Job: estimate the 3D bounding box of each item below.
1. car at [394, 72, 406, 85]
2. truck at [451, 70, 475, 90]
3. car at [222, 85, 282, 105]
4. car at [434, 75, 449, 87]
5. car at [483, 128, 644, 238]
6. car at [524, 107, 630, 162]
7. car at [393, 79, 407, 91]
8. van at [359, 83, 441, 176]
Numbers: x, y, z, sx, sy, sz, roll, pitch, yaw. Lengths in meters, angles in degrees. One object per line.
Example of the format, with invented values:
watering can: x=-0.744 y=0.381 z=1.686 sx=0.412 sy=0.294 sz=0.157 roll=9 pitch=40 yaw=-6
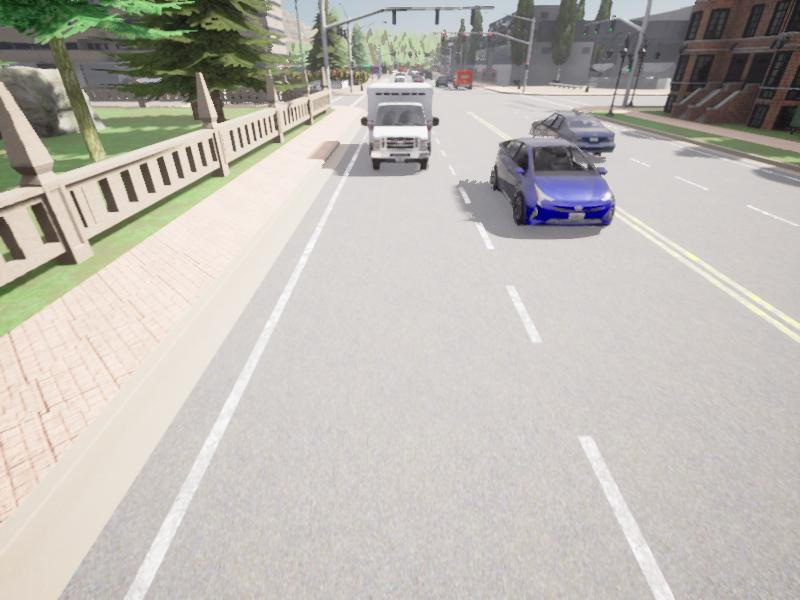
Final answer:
car: x=0.042 y=-42.588 z=76.844 sx=2.150 sy=2.045 sz=5.566 roll=0 pitch=30 yaw=0
truck: x=9.478 y=-33.393 z=60.685 sx=2.627 sy=2.467 sz=5.204 roll=0 pitch=30 yaw=0
car: x=-13.353 y=-18.584 z=36.281 sx=4.514 sy=1.525 sz=2.007 roll=0 pitch=30 yaw=0
car: x=7.037 y=-37.258 z=68.116 sx=2.033 sy=1.649 sz=4.856 roll=0 pitch=30 yaw=0
car: x=3.501 y=-3.052 z=9.715 sx=2.007 sy=1.525 sz=4.514 roll=0 pitch=30 yaw=0
car: x=7.008 y=-7.018 z=16.632 sx=2.033 sy=1.411 sz=5.357 roll=0 pitch=30 yaw=0
car: x=0.029 y=-31.460 z=58.431 sx=2.033 sy=1.411 sz=5.357 roll=0 pitch=30 yaw=0
van: x=0.003 y=-6.617 z=14.919 sx=2.351 sy=2.431 sz=6.366 roll=0 pitch=30 yaw=0
